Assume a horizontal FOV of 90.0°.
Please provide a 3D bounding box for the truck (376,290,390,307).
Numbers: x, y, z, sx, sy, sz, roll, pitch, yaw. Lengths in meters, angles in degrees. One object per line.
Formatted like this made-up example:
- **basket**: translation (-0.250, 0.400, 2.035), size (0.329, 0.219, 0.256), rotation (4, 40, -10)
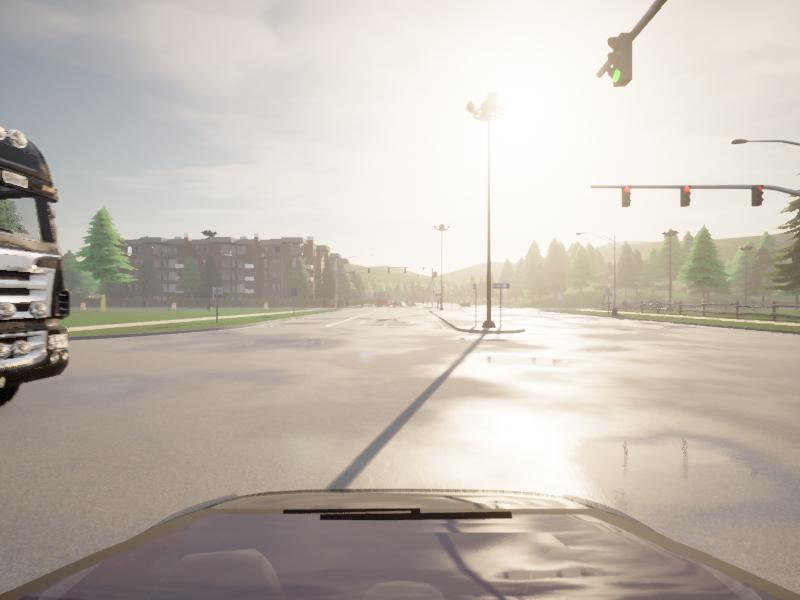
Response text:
- **truck**: translation (-4.019, -0.320, 97.032), size (2.891, 3.827, 8.468), rotation (0, 0, 1)

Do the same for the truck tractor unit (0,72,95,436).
- **truck tractor unit**: translation (-7.878, -0.521, 4.565), size (6.516, 4.208, 3.053), rotation (0, 0, 1)
